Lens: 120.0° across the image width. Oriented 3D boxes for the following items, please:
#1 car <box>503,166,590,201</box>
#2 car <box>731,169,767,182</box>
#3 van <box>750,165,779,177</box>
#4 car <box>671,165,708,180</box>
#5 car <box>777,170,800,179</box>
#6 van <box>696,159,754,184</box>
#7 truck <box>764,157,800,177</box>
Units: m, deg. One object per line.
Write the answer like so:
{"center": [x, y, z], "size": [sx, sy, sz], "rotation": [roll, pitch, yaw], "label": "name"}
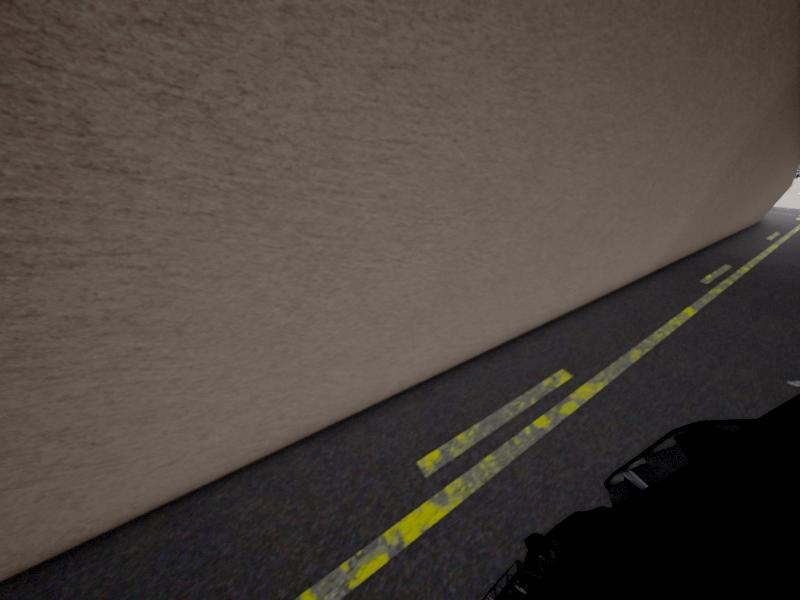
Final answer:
{"center": [8.733, -7.060, 13.839], "size": [4.514, 1.525, 2.007], "rotation": [-15, 38, -25], "label": "car"}
{"center": [52.659, -18.801, 34.824], "size": [4.892, 1.490, 1.837], "rotation": [-14, 37, -24], "label": "car"}
{"center": [79.480, -28.105, 50.341], "size": [4.480, 2.038, 2.069], "rotation": [-14, 37, -24], "label": "van"}
{"center": [41.079, -18.067, 32.747], "size": [3.988, 1.617, 1.851], "rotation": [-14, 37, -24], "label": "car"}
{"center": [81.190, -26.079, 48.023], "size": [4.181, 1.385, 1.994], "rotation": [-14, 37, -24], "label": "car"}
{"center": [41.100, -16.221, 29.230], "size": [6.366, 2.431, 2.351], "rotation": [-14, 37, -24], "label": "van"}
{"center": [94.809, -32.779, 56.899], "size": [8.468, 3.827, 2.891], "rotation": [-14, 37, -24], "label": "truck"}
